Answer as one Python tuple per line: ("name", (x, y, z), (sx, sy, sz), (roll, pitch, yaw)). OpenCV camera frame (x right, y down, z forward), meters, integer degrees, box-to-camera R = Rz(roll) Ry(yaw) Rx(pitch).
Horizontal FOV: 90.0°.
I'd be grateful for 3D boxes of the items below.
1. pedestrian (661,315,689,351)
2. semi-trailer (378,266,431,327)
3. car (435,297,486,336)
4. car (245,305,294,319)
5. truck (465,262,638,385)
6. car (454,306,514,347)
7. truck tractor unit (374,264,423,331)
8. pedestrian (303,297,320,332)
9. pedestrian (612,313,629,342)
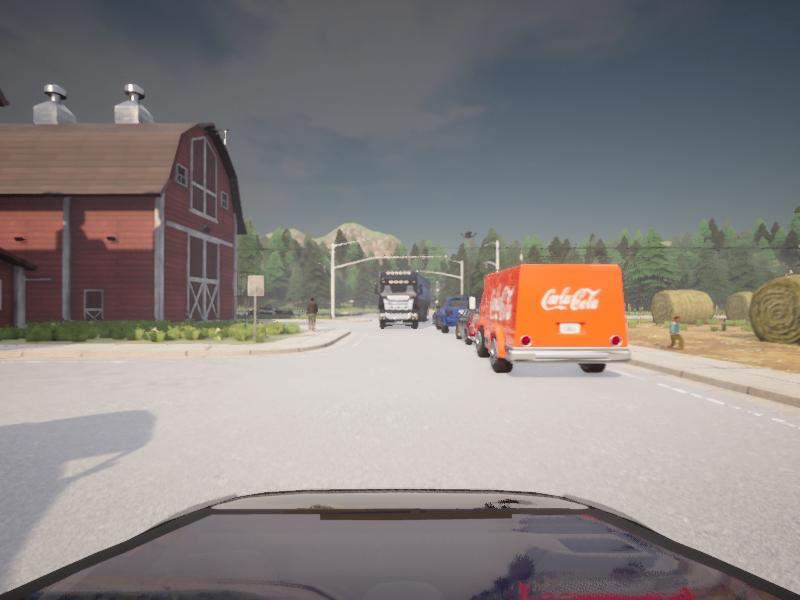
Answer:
("pedestrian", (8.704, 1.029, 12.668), (0.500, 1.100, 0.500), (0, -1, -18))
("semi-trailer", (0.862, -0.159, 36.155), (2.717, 4.402, 14.254), (0, -1, 9))
("car", (3.433, 0.877, 23.799), (2.150, 2.045, 5.566), (0, -1, 0))
("car", (-15.439, 1.424, 47.477), (5.238, 1.638, 1.930), (0, -1, 1))
("truck", (3.470, 0.501, 10.660), (2.627, 2.467, 5.204), (0, -1, 0))
("car", (3.455, 1.041, 17.165), (1.789, 1.549, 3.705), (0, -1, 0))
("truck tractor unit", (-0.091, -0.144, 28.306), (3.053, 4.208, 6.516), (0, 0, 0))
("pedestrian", (-4.803, 0.779, 21.732), (0.751, 1.860, 0.751), (0, -1, -27))
("pedestrian", (8.662, 1.067, 15.724), (0.500, 1.100, 0.500), (0, -1, 14))
